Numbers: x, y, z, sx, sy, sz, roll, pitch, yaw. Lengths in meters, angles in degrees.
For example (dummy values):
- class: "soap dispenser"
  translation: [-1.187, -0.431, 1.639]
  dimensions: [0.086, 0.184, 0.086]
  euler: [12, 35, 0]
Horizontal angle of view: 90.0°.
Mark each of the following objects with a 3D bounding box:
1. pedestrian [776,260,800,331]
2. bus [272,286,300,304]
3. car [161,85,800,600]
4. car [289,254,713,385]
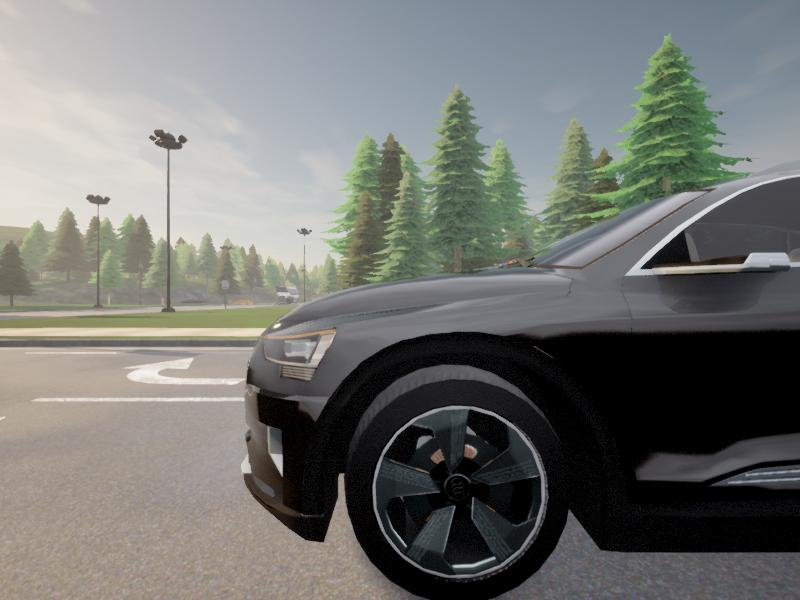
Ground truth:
- class: "pedestrian"
  translation: [10.947, -0.118, 10.871]
  dimensions: [0.751, 1.860, 0.751]
  euler: [0, 0, 1]
- class: "bus"
  translation: [-28.649, -1.161, 101.428]
  dimensions: [3.944, 4.253, 10.273]
  euler: [0, 0, 1]
- class: "car"
  translation: [1.704, 0.179, 2.231]
  dimensions: [4.856, 1.649, 2.033]
  euler: [0, 0, 0]
- class: "car"
  translation: [1.184, 0.227, 5.705]
  dimensions: [4.974, 1.542, 2.038]
  euler: [0, 0, 0]
